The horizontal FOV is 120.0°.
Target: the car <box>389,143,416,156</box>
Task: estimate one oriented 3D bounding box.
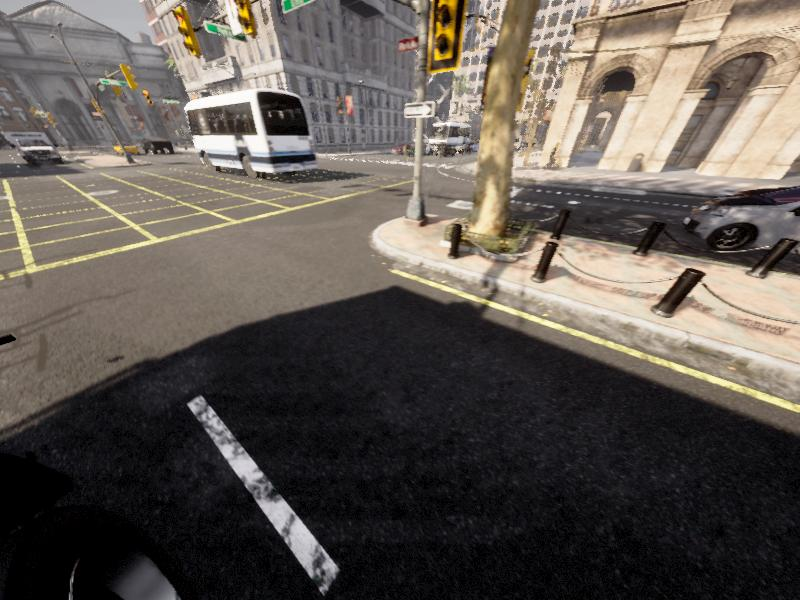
[{"bbox_3d":[0.502,-23.307,35.715,1.812,1.442,4.674,22,40,28],"label":"car"}]

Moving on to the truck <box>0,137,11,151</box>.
[{"bbox_3d":[-71.213,-25.943,38.299,6.274,2.098,2.390,-25,43,-32],"label":"truck"}]

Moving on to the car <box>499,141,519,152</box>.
[{"bbox_3d":[21.250,-29.865,44.881,2.097,1.767,4.553,22,41,28],"label":"car"}]

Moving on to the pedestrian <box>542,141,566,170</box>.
[{"bbox_3d":[11.971,-11.254,18.045,0.751,1.860,0.751,-19,39,-25],"label":"pedestrian"}]

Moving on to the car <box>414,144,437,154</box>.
[{"bbox_3d":[4.491,-26.547,40.473,1.895,1.301,4.718,22,41,28],"label":"car"}]

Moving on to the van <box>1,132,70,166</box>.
[{"bbox_3d":[-34.957,-14.548,22.151,6.366,2.431,2.351,22,41,28],"label":"van"}]

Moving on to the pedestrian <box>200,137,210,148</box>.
[{"bbox_3d":[-40.246,-32.418,47.641,0.751,1.860,0.751,17,38,22],"label":"pedestrian"}]

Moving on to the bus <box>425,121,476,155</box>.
[{"bbox_3d":[8.785,-27.631,39.479,3.944,4.253,10.273,22,41,28],"label":"bus"}]

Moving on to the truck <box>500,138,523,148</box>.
[{"bbox_3d":[30.729,-43.346,63.810,6.274,2.098,2.390,-23,41,-29],"label":"truck"}]

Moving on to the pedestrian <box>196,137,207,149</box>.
[{"bbox_3d":[-37.678,-29.745,43.869,0.751,1.860,0.751,25,42,30],"label":"pedestrian"}]

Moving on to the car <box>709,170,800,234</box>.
[{"bbox_3d":[12.841,-2.734,6.701,4.181,1.385,1.994,22,41,28],"label":"car"}]

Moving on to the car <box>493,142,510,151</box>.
[{"bbox_3d":[22.844,-34.521,51.846,2.033,1.411,5.357,22,41,28],"label":"car"}]

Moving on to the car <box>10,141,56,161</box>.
[{"bbox_3d":[-41.240,-16.782,25.963,4.856,1.649,2.033,22,41,28],"label":"car"}]

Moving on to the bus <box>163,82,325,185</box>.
[{"bbox_3d":[-10.400,-10.837,15.501,10.273,4.253,3.944,22,41,28],"label":"bus"}]

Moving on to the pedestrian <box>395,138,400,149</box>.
[{"bbox_3d":[-0.587,-32.228,47.692,0.751,1.860,0.751,28,44,33],"label":"pedestrian"}]

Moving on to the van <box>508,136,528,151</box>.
[{"bbox_3d":[25.372,-33.543,49.485,1.988,2.561,5.915,22,41,28],"label":"van"}]

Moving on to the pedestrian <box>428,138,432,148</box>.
[{"bbox_3d":[7.310,-38.101,56.087,0.751,1.860,0.751,19,39,24],"label":"pedestrian"}]

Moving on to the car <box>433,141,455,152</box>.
[{"bbox_3d":[8.551,-29.995,45.069,2.242,1.667,4.611,23,41,28],"label":"car"}]

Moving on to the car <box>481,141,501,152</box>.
[{"bbox_3d":[18.474,-31.073,46.722,2.152,1.651,5.027,23,41,28],"label":"car"}]

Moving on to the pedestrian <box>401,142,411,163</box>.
[{"bbox_3d":[0.616,-15.337,24.008,0.751,1.860,0.751,22,41,28],"label":"pedestrian"}]

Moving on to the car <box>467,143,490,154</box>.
[{"bbox_3d":[14.344,-27.591,41.947,2.033,1.411,5.357,22,41,28],"label":"car"}]

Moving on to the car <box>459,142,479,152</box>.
[{"bbox_3d":[13.861,-30.752,46.312,2.007,1.525,4.514,22,41,28],"label":"car"}]

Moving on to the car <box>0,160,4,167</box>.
[{"bbox_3d":[-36.589,-12.329,19.887,5.357,1.411,2.033,22,41,28],"label":"car"}]

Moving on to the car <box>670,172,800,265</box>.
[{"bbox_3d":[9.261,-1.802,5.210,3.633,1.501,1.845,22,41,28],"label":"car"}]

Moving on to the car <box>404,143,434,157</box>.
[{"bbox_3d":[2.784,-21.695,33.369,2.038,1.542,4.974,22,41,28],"label":"car"}]

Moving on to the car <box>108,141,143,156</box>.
[{"bbox_3d":[-38.519,-21.282,32.409,5.366,1.575,1.801,22,41,28],"label":"car"}]

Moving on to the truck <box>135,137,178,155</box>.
[{"bbox_3d":[-36.424,-23.103,34.559,6.274,2.098,2.390,22,41,28],"label":"truck"}]

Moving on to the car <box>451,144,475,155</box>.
[{"bbox_3d":[10.229,-24.205,37.196,1.895,1.301,4.718,22,41,28],"label":"car"}]

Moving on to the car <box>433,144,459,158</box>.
[{"bbox_3d":[6.503,-21.221,32.778,1.816,1.474,4.193,22,41,28],"label":"car"}]
